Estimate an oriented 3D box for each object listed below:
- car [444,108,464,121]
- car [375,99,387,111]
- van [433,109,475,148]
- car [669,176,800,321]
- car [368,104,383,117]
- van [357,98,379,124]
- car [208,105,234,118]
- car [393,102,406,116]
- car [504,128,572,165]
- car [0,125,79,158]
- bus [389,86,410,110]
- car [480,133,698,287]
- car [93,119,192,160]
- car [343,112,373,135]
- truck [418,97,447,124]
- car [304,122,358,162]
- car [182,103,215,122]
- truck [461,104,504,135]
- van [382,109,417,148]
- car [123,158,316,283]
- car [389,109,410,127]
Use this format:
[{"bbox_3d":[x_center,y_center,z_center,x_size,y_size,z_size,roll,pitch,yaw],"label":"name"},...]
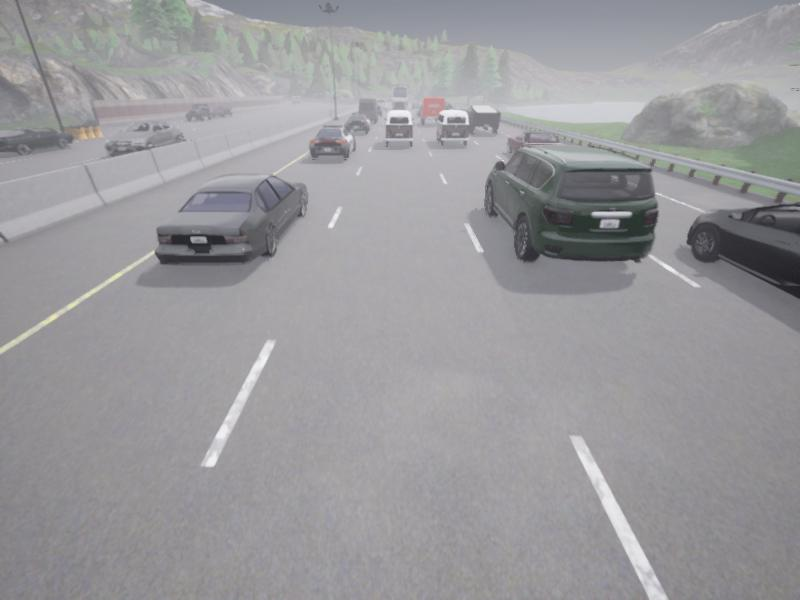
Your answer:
[{"bbox_3d":[6.916,-23.829,51.262,1.895,1.301,4.718,0,27,0],"label":"car"},{"bbox_3d":[-3.623,-37.568,77.018,2.150,2.045,5.566,0,27,0],"label":"car"},{"bbox_3d":[3.456,-11.479,26.565,2.069,2.038,4.480,0,27,0],"label":"van"},{"bbox_3d":[6.985,-0.824,6.520,2.007,1.525,4.514,0,27,0],"label":"car"},{"bbox_3d":[-3.596,-28.060,59.188,2.007,1.525,4.514,0,27,0],"label":"car"},{"bbox_3d":[-3.572,-21.744,45.872,1.988,2.561,5.915,0,27,0],"label":"van"},{"bbox_3d":[-24.590,-26.022,55.204,1.789,1.549,3.705,0,27,0],"label":"car"},{"bbox_3d":[-0.097,-28.994,60.616,1.905,1.878,3.866,0,27,0],"label":"car"},{"bbox_3d":[6.963,-8.082,20.807,1.895,1.301,4.718,0,27,0],"label":"car"},{"bbox_3d":[-21.041,-9.047,22.665,1.895,1.301,4.718,0,27,0],"label":"car"},{"bbox_3d":[-0.262,-42.955,85.019,3.944,4.253,10.273,-1,27,-2],"label":"bus"},{"bbox_3d":[3.479,-2.424,9.052,2.150,2.045,5.566,0,28,0],"label":"car"},{"bbox_3d":[-14.038,-9.033,22.282,2.152,1.651,5.027,0,27,0],"label":"car"},{"bbox_3d":[-3.556,-15.377,34.655,2.038,1.542,4.974,0,27,0],"label":"car"},{"bbox_3d":[3.445,-20.485,43.422,2.627,2.467,5.204,0,24,-1],"label":"truck"},{"bbox_3d":[-3.539,-8.643,21.635,2.038,1.542,4.974,0,27,0],"label":"car"},{"bbox_3d":[-24.581,-22.985,48.968,1.905,1.878,3.866,0,27,0],"label":"car"},{"bbox_3d":[6.941,-15.712,34.689,2.390,2.098,6.274,0,27,0],"label":"truck"},{"bbox_3d":[-0.047,-11.395,26.403,2.069,2.038,4.480,0,27,0],"label":"van"},{"bbox_3d":[-3.517,-2.156,9.238,2.033,1.411,5.357,0,27,0],"label":"car"},{"bbox_3d":[-0.069,-19.253,42.172,2.128,1.511,4.902,0,27,0],"label":"car"}]
